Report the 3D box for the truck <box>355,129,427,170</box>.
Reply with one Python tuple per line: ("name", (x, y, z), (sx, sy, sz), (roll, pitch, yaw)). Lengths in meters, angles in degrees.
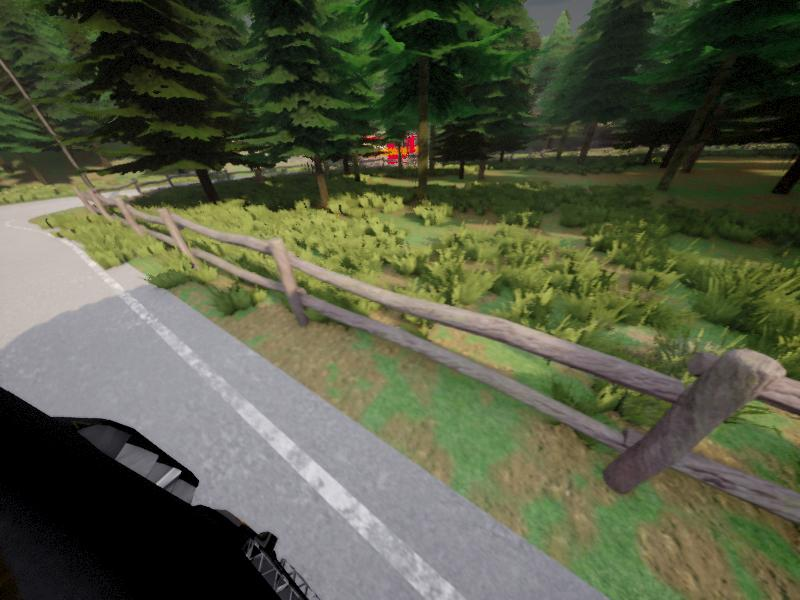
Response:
("truck", (-1.084, -19.006, 29.248), (8.468, 3.827, 2.891), (-9, 34, -10))
